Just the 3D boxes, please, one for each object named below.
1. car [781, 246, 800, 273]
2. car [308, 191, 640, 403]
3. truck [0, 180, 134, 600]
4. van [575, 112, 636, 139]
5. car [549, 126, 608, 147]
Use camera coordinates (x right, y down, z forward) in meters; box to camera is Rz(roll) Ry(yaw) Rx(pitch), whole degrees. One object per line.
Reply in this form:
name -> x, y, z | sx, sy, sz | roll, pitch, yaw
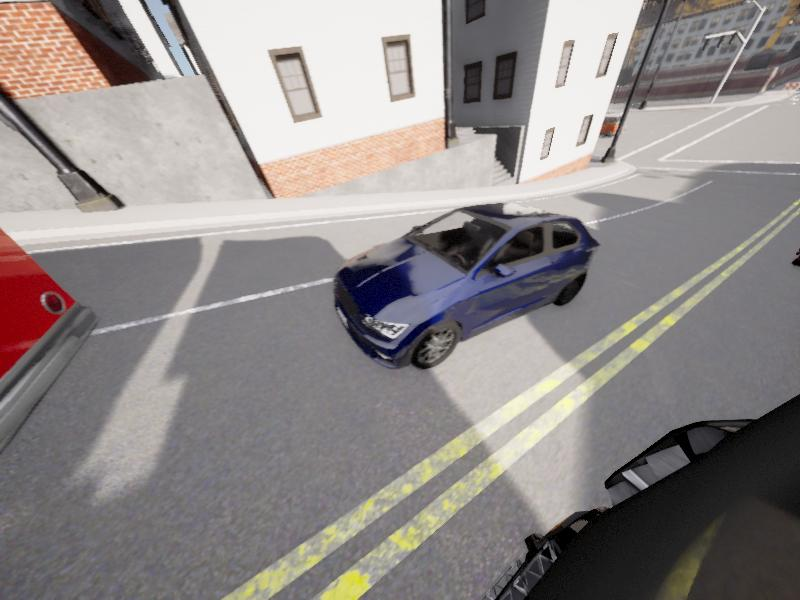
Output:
car -> 11.941, -1.422, 5.600 | 4.181, 1.385, 1.994 | -17, 39, -25
car -> 1.143, -0.569, 3.449 | 4.193, 1.474, 1.816 | -16, 38, -26
truck -> -4.897, 0.817, 0.161 | 5.204, 2.467, 2.627 | -16, 38, -26
van -> 22.872, -19.598, 26.010 | 1.775, 1.987, 4.442 | -27, 43, -17
car -> 19.544, -18.131, 25.550 | 1.812, 1.442, 4.674 | -28, 43, -18
